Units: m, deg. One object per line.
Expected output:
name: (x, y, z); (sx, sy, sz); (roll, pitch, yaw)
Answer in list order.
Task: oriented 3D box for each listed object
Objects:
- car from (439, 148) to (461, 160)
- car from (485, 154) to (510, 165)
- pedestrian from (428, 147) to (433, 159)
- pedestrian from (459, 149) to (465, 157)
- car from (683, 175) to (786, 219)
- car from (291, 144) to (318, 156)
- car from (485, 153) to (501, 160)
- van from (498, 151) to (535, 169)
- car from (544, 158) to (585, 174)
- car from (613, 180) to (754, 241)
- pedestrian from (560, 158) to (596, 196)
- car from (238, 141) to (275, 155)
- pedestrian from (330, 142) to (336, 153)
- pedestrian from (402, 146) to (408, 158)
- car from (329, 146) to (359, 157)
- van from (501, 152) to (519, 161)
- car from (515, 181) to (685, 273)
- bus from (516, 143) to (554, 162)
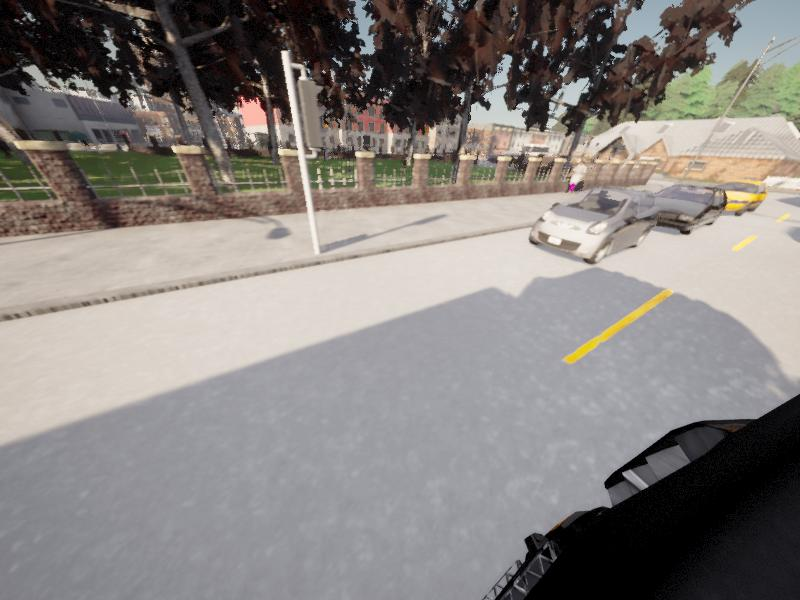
car: (10.914, -31.922, 50.530); (3.866, 1.878, 1.905); (27, 40, 31)
car: (17.873, -26.042, 42.655); (1.845, 1.501, 3.633); (-16, 38, -26)
pedestrian: (5.876, -28.382, 44.672); (0.751, 1.860, 0.751); (-2, 34, -8)
pedestrian: (17.297, -41.131, 64.517); (0.751, 1.860, 0.751); (-18, 39, -28)
car: (17.535, -5.537, 12.093); (5.366, 1.575, 1.801); (-16, 38, -25)
car: (-15.907, -25.189, 38.728); (3.705, 1.549, 1.789); (-16, 38, -26)
car: (25.482, -39.445, 63.536); (3.633, 1.501, 1.845); (-16, 38, -26)
van: (17.928, -21.747, 35.817); (2.069, 2.038, 4.480); (-16, 38, -26)
car: (21.693, -17.734, 30.598); (1.845, 1.501, 3.633); (-16, 38, -26)
car: (11.101, -3.702, 9.030); (5.357, 1.411, 2.033); (-16, 38, -26)
pedestrian: (10.391, -7.209, 13.540); (0.751, 1.860, 0.751); (-16, 38, -26)
car: (-22.131, -23.396, 35.602); (4.514, 1.525, 2.007); (-16, 38, -26)
pedestrian: (-13.922, -31.835, 48.259); (0.751, 1.860, 0.751); (-22, 41, -32)
pedestrian: (0.944, -27.109, 42.394); (0.751, 1.860, 0.751); (-15, 38, -24)
car: (-10.082, -26.831, 41.677); (4.892, 1.490, 1.837); (-17, 39, -26)
van: (31.604, -41.368, 66.495); (4.442, 1.987, 1.775); (-16, 38, -26)
car: (5.241, -2.153, 6.148); (3.633, 1.501, 1.845); (-17, 39, -27)
bus: (41.240, -44.960, 70.550); (10.273, 4.253, 3.944); (-16, 38, -26)
